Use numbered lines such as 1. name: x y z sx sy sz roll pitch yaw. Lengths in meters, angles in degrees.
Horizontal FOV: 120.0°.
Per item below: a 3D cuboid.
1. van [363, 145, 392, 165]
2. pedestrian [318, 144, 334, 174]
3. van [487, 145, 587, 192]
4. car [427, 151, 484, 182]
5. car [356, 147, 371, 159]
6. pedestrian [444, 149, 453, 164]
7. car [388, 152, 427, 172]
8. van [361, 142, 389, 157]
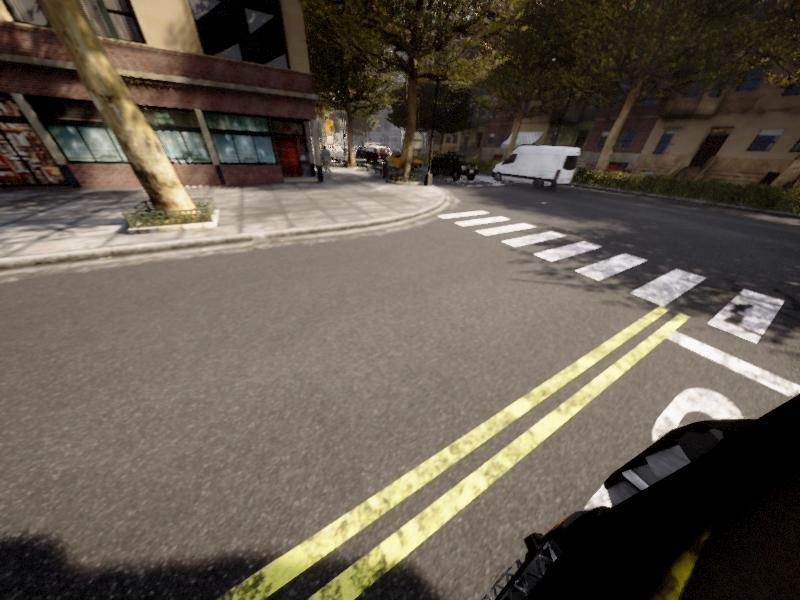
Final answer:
1. van: -3.058 -19.295 30.755 2.069 2.038 4.480 -15 38 -25
2. pedestrian: -5.571 -10.630 17.430 0.751 1.860 0.751 -16 38 -25
3. van: 9.823 -10.054 17.409 1.988 2.561 5.915 -15 38 -25
4. car: 4.494 -11.304 19.484 1.932 1.855 4.605 -15 38 -25
5. car: -6.947 -27.765 43.549 1.851 1.617 3.988 -11 36 -19
6. pedestrian: 7.430 -21.784 35.100 0.751 1.860 0.751 -18 39 -28
7. car: 0.695 -15.139 25.258 1.882 1.535 5.008 -15 38 -25
8. van: -5.542 -33.849 51.927 5.915 2.561 1.988 -15 38 -25
